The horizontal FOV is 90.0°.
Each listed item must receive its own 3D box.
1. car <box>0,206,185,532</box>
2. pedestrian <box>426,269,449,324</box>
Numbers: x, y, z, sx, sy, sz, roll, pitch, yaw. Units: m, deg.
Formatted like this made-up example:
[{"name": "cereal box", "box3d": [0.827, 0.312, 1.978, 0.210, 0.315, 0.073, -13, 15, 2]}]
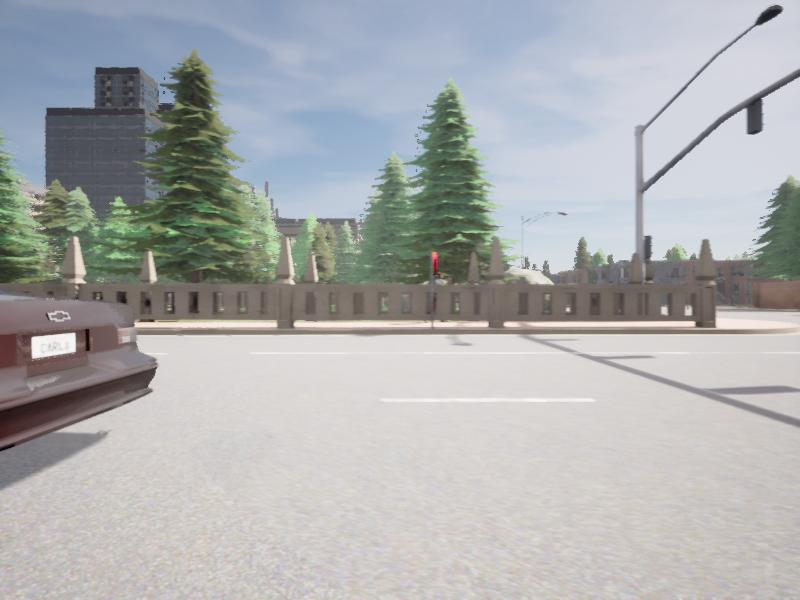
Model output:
[{"name": "car", "box3d": [-4.410, 0.301, 2.201, 5.357, 1.411, 2.033, 0, 0, 0]}, {"name": "pedestrian", "box3d": [1.294, -0.116, 13.869, 0.751, 1.860, 0.751, 0, 0, 2]}]
